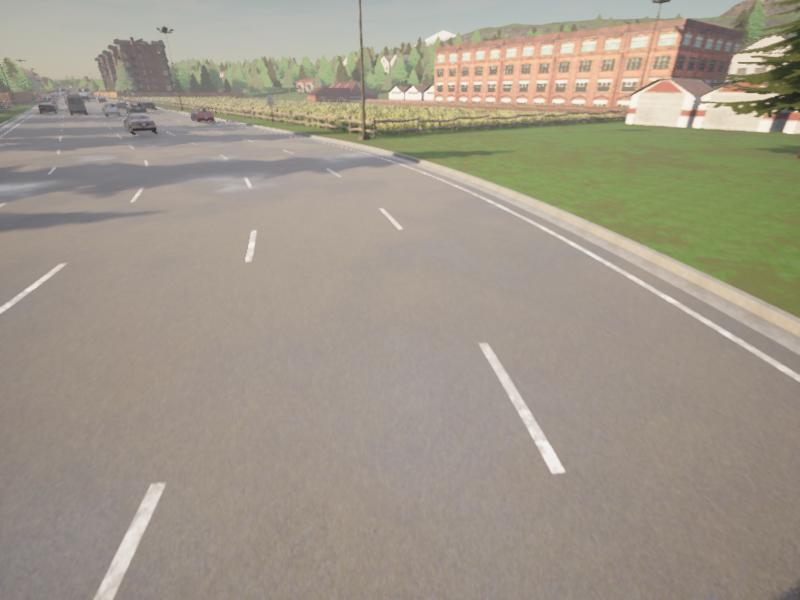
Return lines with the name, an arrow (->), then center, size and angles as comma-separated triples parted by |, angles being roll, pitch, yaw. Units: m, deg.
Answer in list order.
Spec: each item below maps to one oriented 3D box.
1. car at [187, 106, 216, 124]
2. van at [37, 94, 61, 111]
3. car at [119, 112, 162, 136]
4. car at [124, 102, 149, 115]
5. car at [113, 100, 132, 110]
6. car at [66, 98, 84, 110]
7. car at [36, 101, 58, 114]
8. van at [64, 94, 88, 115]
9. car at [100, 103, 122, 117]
car -> -21.466, -20.025, 43.258 | 1.845, 1.501, 3.633 | -19, 33, -32
van -> -61.481, -34.684, 70.127 | 2.351, 2.431, 6.366 | -19, 33, -32
car -> -21.043, -14.268, 32.318 | 2.033, 1.411, 5.357 | -19, 33, -32
car -> -38.894, -28.268, 58.961 | 2.242, 1.667, 4.611 | -19, 33, -32
car -> -51.301, -36.003, 73.843 | 2.128, 1.511, 4.902 | -19, 33, -32
car -> -57.382, -34.580, 70.580 | 1.905, 1.878, 3.866 | -19, 33, -32
car -> -52.449, -28.686, 59.523 | 1.930, 1.638, 5.238 | -19, 33, -32
van -> -46.831, -28.293, 57.799 | 1.988, 2.561, 5.915 | -19, 33, -32
car -> -38.759, -25.479, 53.561 | 1.845, 1.501, 3.633 | -19, 33, -32
